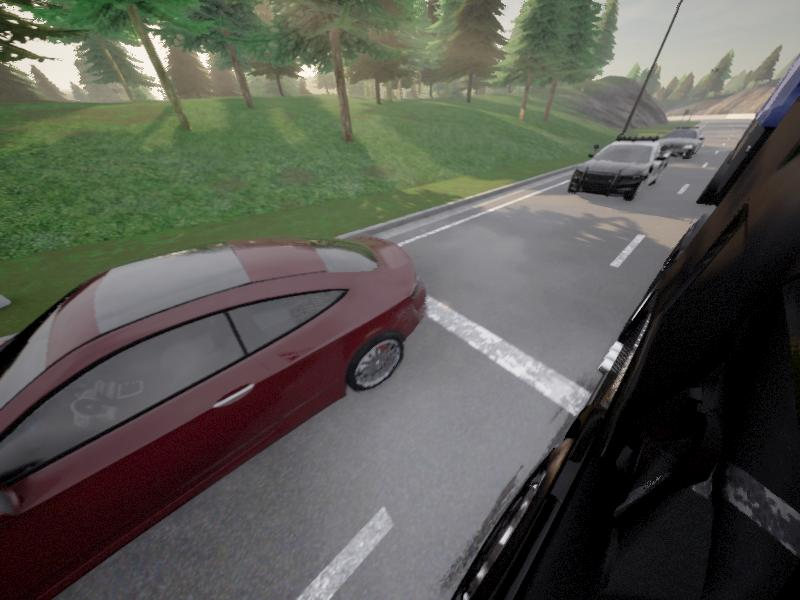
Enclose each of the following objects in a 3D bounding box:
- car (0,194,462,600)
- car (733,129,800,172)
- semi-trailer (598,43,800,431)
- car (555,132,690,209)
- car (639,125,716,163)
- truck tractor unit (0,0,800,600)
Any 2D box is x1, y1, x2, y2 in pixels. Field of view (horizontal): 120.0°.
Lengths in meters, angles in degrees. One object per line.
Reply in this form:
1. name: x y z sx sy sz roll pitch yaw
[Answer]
1. car: -1.773 0.457 1.926 4.674 1.442 1.812 -28 44 -30
2. car: 18.318 -7.189 10.964 4.181 1.385 1.994 -24 42 -26
3. semi-trailer: 8.696 -3.606 4.231 14.254 4.402 2.717 -28 44 -30
4. car: 7.955 -4.828 8.212 5.238 1.638 1.930 -28 44 -30
5. car: 17.116 -9.678 14.211 4.974 1.542 2.038 -28 44 -30
6. truck tractor unit: 2.645 -0.295 0.351 6.516 4.208 3.053 -28 44 -30
